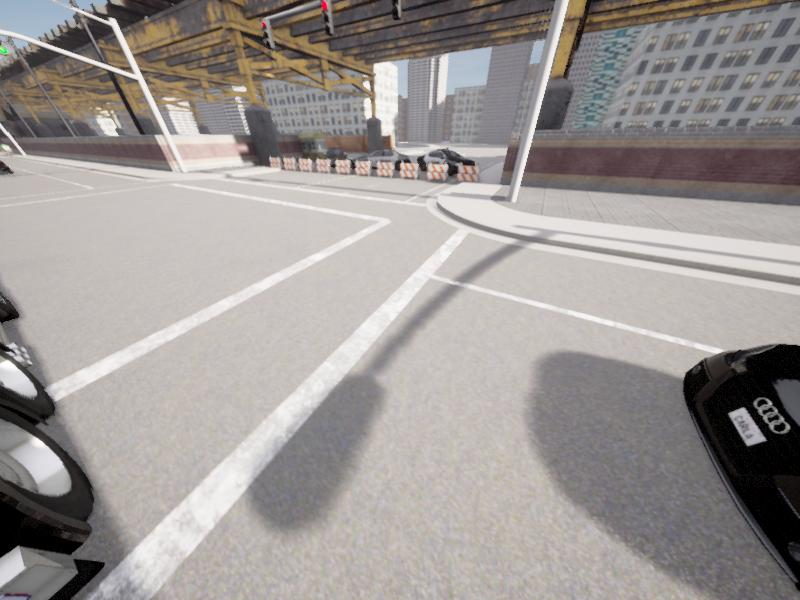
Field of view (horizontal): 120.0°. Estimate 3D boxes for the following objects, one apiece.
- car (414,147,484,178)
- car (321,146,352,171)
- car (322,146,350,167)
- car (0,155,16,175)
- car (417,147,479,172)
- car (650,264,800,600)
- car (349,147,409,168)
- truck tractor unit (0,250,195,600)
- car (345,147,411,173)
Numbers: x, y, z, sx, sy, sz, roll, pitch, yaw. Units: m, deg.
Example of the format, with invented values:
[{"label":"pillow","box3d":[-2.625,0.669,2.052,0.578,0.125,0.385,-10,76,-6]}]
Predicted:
[{"label":"car","box3d":[3.334,-10.192,16.938,2.038,1.542,4.974,-20,40,-25]},{"label":"car","box3d":[-5.716,-12.602,20.464,2.038,1.542,4.974,-10,36,-13]},{"label":"car","box3d":[-5.732,-12.759,20.414,1.853,1.218,4.536,-10,36,-13]},{"label":"car","box3d":[-34.373,-11.260,19.062,4.674,1.442,1.812,17,39,24]},{"label":"car","box3d":[3.305,-10.346,16.883,1.853,1.218,4.536,-20,40,-25]},{"label":"car","box3d":[4.297,1.347,0.792,4.181,1.385,1.994,18,39,24]},{"label":"car","box3d":[-1.663,-11.440,18.496,4.536,1.218,1.853,-4,35,-5]},{"label":"truck tractor unit","box3d":[-5.091,-0.322,0.801,6.516,4.208,3.053,19,40,25]},{"label":"car","box3d":[-1.714,-11.308,18.582,4.974,1.542,2.038,-4,35,-5]}]
